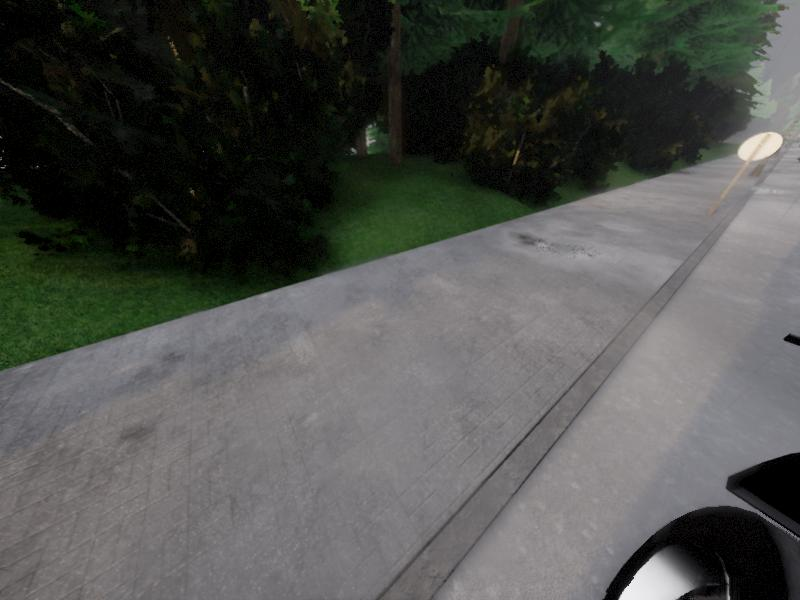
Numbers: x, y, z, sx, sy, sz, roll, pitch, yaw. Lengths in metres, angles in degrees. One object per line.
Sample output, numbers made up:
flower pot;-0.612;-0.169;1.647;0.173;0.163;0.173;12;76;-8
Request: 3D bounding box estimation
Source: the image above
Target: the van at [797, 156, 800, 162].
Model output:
van;43.114;-15.509;23.365;5.915;2.561;1.988;-22;41;-28
